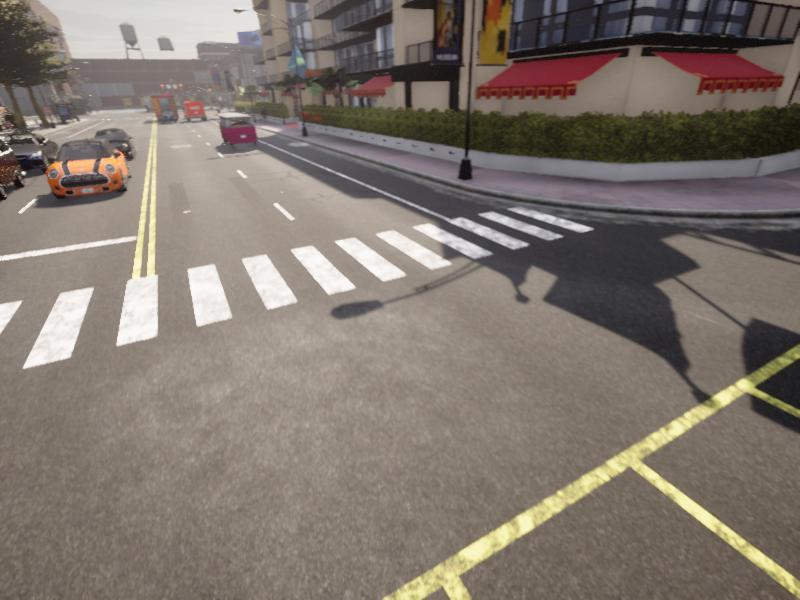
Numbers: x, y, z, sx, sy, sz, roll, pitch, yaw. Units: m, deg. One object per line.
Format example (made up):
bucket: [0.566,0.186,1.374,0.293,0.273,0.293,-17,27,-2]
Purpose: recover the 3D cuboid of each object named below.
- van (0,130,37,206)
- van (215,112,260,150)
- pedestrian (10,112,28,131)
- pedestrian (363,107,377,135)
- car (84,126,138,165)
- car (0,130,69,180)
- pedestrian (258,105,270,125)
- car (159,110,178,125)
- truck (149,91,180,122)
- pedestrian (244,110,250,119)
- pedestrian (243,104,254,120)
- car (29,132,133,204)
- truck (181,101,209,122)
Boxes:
van: [-15.068,-4.684,14.110,2.069,2.038,4.480,-15,31,-24]
van: [-10.977,-11.449,26.906,1.775,1.987,4.442,-15,31,-24]
pedestrian: [-42.533,-19.948,44.643,0.751,1.860,0.751,-15,30,-23]
pedestrian: [-2.260,-13.518,30.153,0.751,1.860,0.751,-15,31,-24]
car: [-16.367,-8.925,22.889,1.837,1.490,4.892,-15,31,-24]
car: [-18.373,-7.253,19.660,2.152,1.651,5.027,-15,31,-24]
pedestrian: [-14.385,-19.569,42.398,0.751,1.860,0.751,-16,31,-26]
car: [-30.497,-24.082,52.624,1.789,1.549,3.705,-15,31,-24]
truck: [-34.774,-28.625,59.095,2.891,3.827,8.468,-15,31,-24]
pedestrian: [-21.240,-25.858,55.636,0.500,1.100,0.500,-15,30,-24]
pedestrian: [-19.747,-24.477,52.088,0.751,1.860,0.751,-19,32,-30]
car: [-11.607,-5.098,14.983,2.097,1.767,4.553,-15,31,-24]
truck: [-28.935,-26.577,56.326,2.627,2.467,5.204,-15,31,-24]
